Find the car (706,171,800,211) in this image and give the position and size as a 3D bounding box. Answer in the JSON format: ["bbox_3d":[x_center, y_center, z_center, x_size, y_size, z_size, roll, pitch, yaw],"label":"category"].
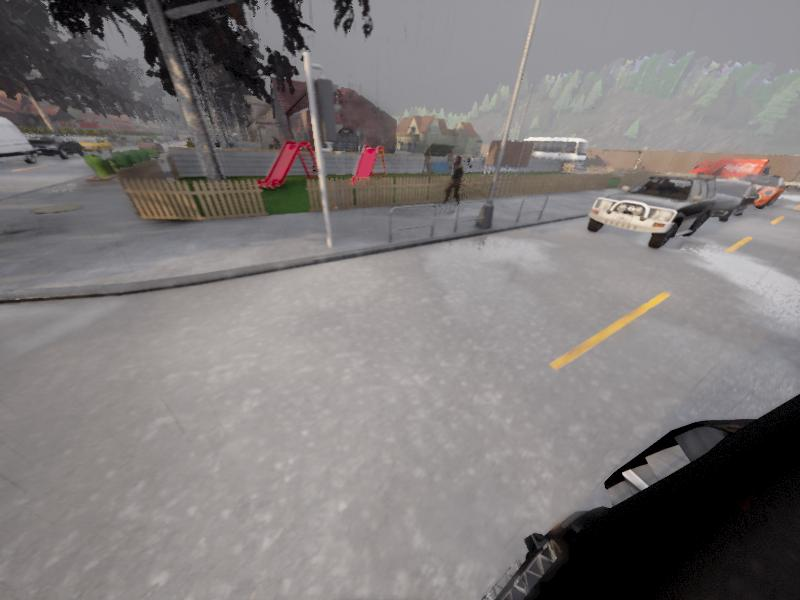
[{"bbox_3d":[21.452,-6.753,14.057,4.553,1.767,2.097,-16,38,-26],"label":"car"}]

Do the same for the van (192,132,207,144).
[{"bbox_3d":[-57.519,-46.589,66.385,1.988,2.561,5.915,-16,38,-26],"label":"van"}]

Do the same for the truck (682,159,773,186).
[{"bbox_3d":[37.831,-14.993,26.941,2.627,2.467,5.204,-16,35,-26],"label":"truck"}]

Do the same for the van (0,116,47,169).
[{"bbox_3d":[-24.758,-9.220,13.405,1.988,2.561,5.915,-16,38,-26],"label":"van"}]

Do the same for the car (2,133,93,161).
[{"bbox_3d":[-28.598,-12.686,19.073,2.152,1.651,5.027,-16,38,-26],"label":"car"}]

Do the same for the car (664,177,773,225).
[{"bbox_3d":[15.156,-4.848,10.991,4.892,1.490,1.837,-16,38,-26],"label":"car"}]

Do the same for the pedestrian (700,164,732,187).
[{"bbox_3d":[29.860,-11.731,21.846,0.751,1.860,0.751,-7,35,-14],"label":"pedestrian"}]

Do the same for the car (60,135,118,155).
[{"bbox_3d":[-32.188,-16.267,24.156,1.801,1.575,5.366,-16,38,-26],"label":"car"}]

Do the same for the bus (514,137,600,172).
[{"bbox_3d":[25.151,-24.147,38.038,3.944,4.253,10.273,-16,38,-26],"label":"bus"}]

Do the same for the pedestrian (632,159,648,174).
[{"bbox_3d":[36.614,-20.377,35.249,0.751,1.860,0.751,-1,34,-6],"label":"pedestrian"}]

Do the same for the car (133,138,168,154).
[{"bbox_3d":[-30.420,-18.932,28.310,1.845,1.501,3.633,-16,38,-26],"label":"car"}]

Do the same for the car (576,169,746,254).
[{"bbox_3d":[8.341,-3.062,7.448,4.605,1.855,1.932,-16,38,-26],"label":"car"}]

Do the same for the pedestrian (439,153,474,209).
[{"bbox_3d":[2.214,-4.715,9.210,0.751,1.860,0.751,-16,38,-26],"label":"pedestrian"}]

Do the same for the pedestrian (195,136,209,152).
[{"bbox_3d":[-28.563,-22.563,33.334,0.751,1.860,0.751,26,40,30],"label":"pedestrian"}]
